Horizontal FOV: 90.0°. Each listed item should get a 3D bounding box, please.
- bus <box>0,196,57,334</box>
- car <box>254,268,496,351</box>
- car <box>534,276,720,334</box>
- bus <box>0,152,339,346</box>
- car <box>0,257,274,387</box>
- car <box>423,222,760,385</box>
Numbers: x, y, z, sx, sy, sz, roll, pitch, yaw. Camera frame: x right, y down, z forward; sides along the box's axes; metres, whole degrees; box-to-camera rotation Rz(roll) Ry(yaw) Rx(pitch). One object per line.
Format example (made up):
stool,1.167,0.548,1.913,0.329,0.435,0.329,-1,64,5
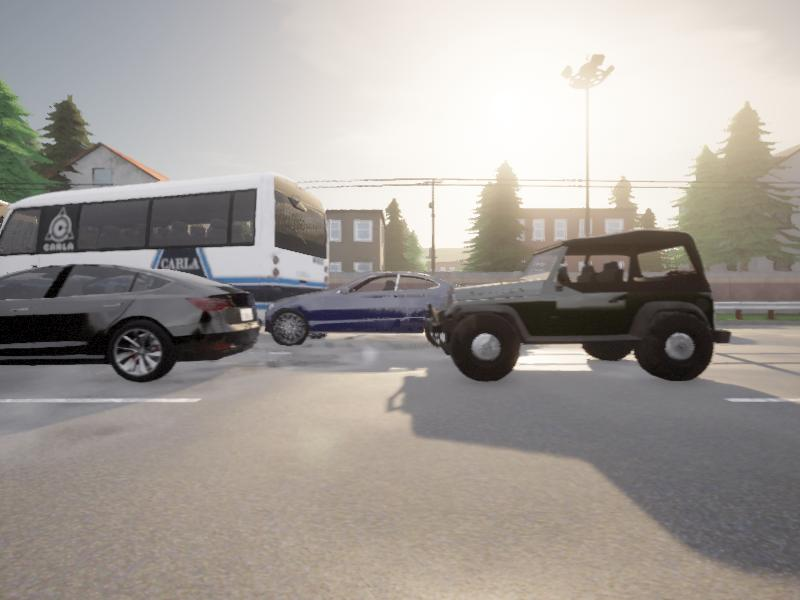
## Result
bus,-17.477,-1.112,12.333,10.273,4.253,3.944,0,0,-2
car,-0.489,0.185,9.293,5.027,1.651,2.152,0,0,6
car,6.935,0.149,12.684,4.611,1.667,2.242,0,0,0
bus,-7.409,-1.123,12.093,10.273,4.253,3.944,0,-1,16
car,-4.528,0.257,5.708,4.792,1.488,2.163,0,0,0
car,2.320,0.040,5.695,3.866,1.878,1.905,-1,0,0
